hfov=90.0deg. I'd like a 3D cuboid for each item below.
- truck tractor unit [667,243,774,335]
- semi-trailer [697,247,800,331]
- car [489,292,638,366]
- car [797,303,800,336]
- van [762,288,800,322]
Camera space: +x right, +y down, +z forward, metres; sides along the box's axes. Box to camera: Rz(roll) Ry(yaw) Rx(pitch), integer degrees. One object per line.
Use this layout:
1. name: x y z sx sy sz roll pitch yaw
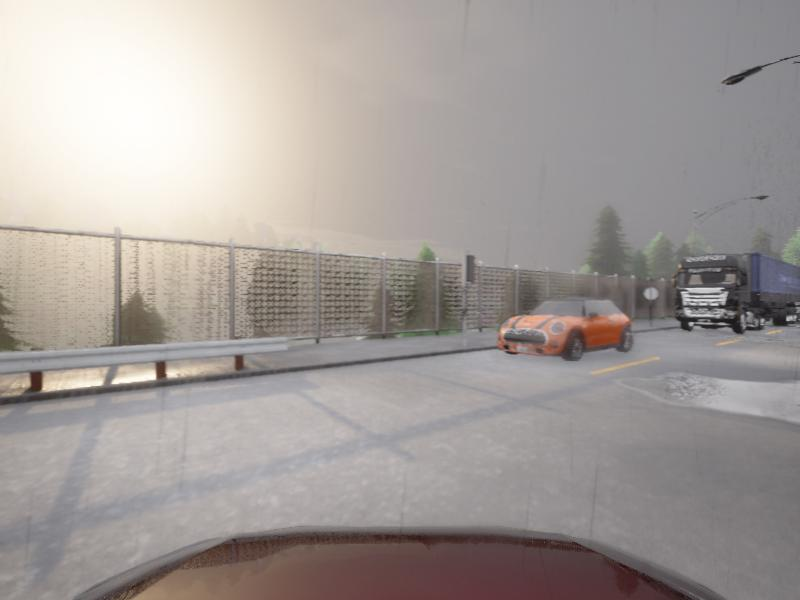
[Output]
1. truck tractor unit: 17.412 -0.475 21.573 6.516 4.208 3.053 1 0 -38
2. semi-trailer: 23.650 -0.555 26.437 14.254 4.402 2.717 0 0 -38
3. car: 4.967 0.703 11.864 4.553 1.767 2.097 0 0 -38
4. car: 20.421 0.902 18.842 4.892 1.490 1.837 0 0 -38
5. van: 31.499 0.413 32.571 5.915 2.561 1.988 0 0 -38
